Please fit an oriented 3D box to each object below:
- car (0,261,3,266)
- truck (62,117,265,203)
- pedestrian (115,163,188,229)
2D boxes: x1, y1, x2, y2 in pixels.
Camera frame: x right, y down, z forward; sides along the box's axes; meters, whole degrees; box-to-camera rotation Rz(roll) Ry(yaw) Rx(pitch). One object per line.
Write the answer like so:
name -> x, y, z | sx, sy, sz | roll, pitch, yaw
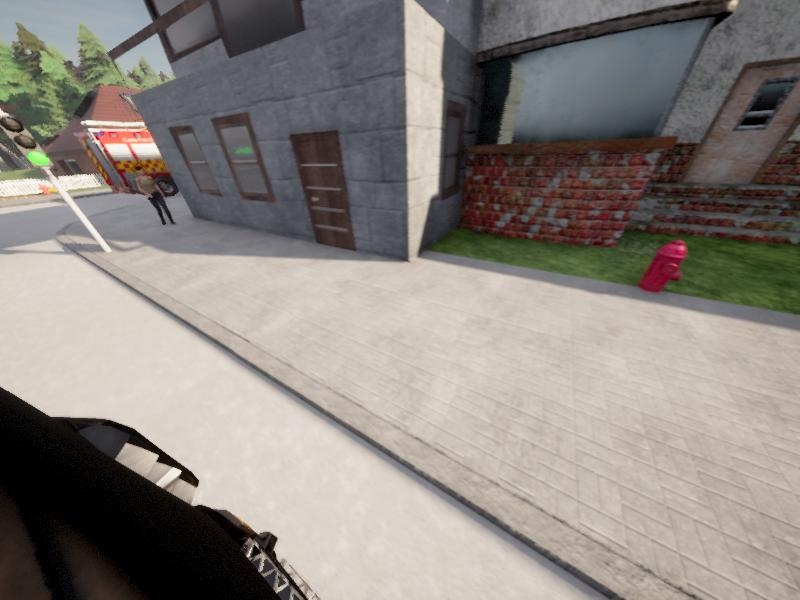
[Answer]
car -> -12.459, -1.592, 5.682 | 3.988, 1.617, 1.851 | 15, 38, 25
truck -> -14.588, -9.628, 15.791 | 2.891, 3.827, 8.468 | 14, 37, 23
pedestrian -> -8.145, -3.435, 7.654 | 0.751, 1.860, 0.751 | 17, 38, 26
